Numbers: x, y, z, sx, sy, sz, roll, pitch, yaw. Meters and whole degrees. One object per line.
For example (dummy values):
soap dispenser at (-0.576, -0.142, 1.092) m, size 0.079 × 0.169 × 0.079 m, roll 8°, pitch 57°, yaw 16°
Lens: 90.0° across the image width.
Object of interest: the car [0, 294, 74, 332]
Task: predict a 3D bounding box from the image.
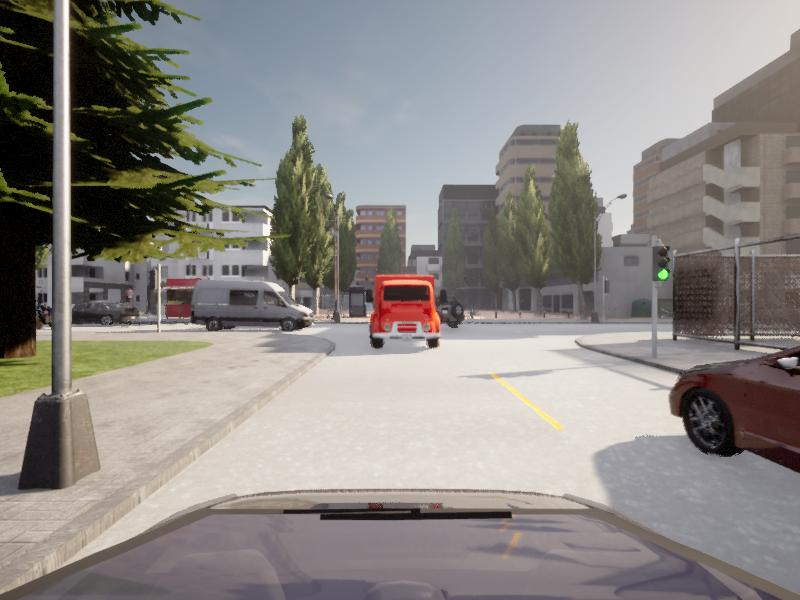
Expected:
car at (-19.526, 0.646, 20.602) m, size 3.866 × 1.878 × 1.905 m, roll 0°, pitch 0°, yaw 0°

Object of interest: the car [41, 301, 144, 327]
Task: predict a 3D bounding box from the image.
car at (-18.811, 0.844, 24.615) m, size 4.892 × 1.490 × 1.837 m, roll 0°, pitch 0°, yaw 0°

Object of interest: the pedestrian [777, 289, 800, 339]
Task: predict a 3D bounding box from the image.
pedestrian at (15.202, 0.525, 15.361) m, size 0.751 × 1.860 × 0.751 m, roll 0°, pitch 0°, yaw 0°

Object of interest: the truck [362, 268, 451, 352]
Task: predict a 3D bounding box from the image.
truck at (0.147, 0.384, 14.433) m, size 2.627 × 2.467 × 5.204 m, roll 0°, pitch -2°, yaw -1°

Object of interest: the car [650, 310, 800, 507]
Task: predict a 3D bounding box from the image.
car at (3.984, 0.854, 2.814) m, size 1.816 × 1.474 × 4.193 m, roll 0°, pitch 0°, yaw 0°

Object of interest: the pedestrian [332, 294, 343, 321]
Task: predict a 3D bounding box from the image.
pedestrian at (-4.484, 0.533, 28.873) m, size 0.751 × 1.860 × 0.751 m, roll 0°, pitch 0°, yaw -5°

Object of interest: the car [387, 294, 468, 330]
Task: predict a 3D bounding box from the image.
car at (1.458, 0.647, 22.789) m, size 1.932 × 1.855 × 4.605 m, roll 0°, pitch -1°, yaw -39°

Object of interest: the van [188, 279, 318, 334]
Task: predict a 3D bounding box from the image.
van at (-7.432, 0.318, 20.615) m, size 5.915 × 2.561 × 1.988 m, roll 1°, pitch 0°, yaw 0°
